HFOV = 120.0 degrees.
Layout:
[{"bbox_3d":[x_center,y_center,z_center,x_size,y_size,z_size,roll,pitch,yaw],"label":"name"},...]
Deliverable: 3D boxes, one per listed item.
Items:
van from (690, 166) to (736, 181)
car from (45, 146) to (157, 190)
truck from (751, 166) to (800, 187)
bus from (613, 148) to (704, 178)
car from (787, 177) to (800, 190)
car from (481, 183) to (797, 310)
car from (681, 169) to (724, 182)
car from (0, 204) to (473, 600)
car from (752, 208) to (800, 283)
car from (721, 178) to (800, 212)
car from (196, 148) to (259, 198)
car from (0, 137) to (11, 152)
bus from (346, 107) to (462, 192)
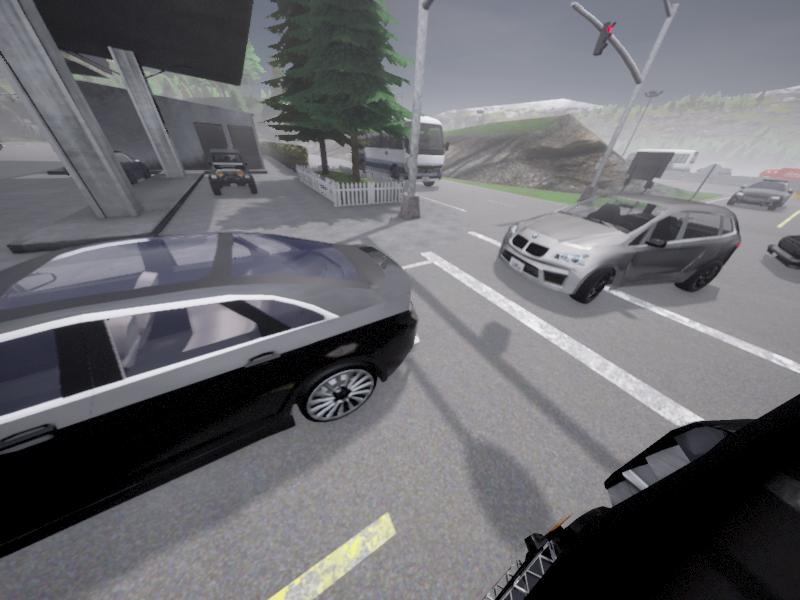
[{"bbox_3d":[58.487,-23.800,43.311,1.775,1.987,4.442,-16,38,-26],"label":"van"},{"bbox_3d":[-16.010,-7.422,12.837,2.242,1.667,4.611,-16,38,-26],"label":"car"},{"bbox_3d":[62.487,-20.031,37.506,2.627,2.467,5.204,-16,38,-26],"label":"truck"},{"bbox_3d":[48.931,-26.445,44.461,3.944,4.253,10.273,-16,38,-26],"label":"bus"},{"bbox_3d":[55.483,-14.977,30.181,1.837,1.490,4.892,-16,38,-26],"label":"car"},{"bbox_3d":[4.574,-1.314,4.921,4.611,1.667,2.242,-5,34,-15],"label":"car"},{"bbox_3d":[49.866,-20.561,38.171,1.970,1.475,3.806,-16,38,-26],"label":"car"},{"bbox_3d":[-2.140,0.403,1.829,4.902,1.511,2.128,-16,38,-26],"label":"car"},{"bbox_3d":[12.030,-0.458,4.539,5.357,1.411,2.033,29,41,34],"label":"car"},{"bbox_3d":[23.631,-6.922,15.000,4.974,1.542,2.038,-16,38,-26],"label":"car"},{"bbox_3d":[-8.932,-6.811,12.193,1.905,1.878,3.866,-16,38,-26],"label":"car"},{"bbox_3d":[-44.184,-16.366,24.090,1.816,1.474,4.193,-16,38,-26],"label":"car"},{"bbox_3d":[-0.521,-11.806,18.272,3.944,4.253,10.273,-16,38,-26],"label":"bus"}]
